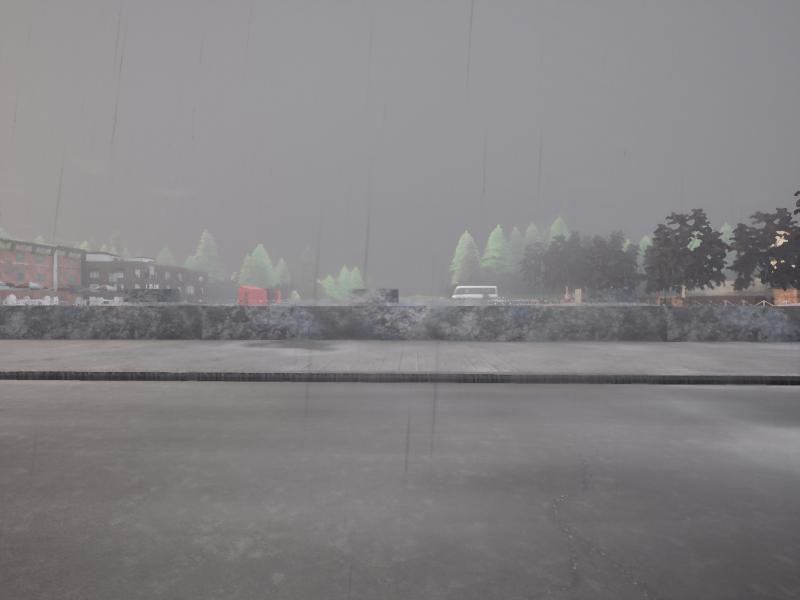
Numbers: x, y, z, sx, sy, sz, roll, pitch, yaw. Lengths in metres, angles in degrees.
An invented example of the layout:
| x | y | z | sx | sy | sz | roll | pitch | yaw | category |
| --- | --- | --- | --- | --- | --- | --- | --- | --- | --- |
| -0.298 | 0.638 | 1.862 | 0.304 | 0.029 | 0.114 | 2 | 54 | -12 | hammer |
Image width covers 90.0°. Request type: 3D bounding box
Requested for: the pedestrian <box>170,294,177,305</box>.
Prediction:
| x | y | z | sx | sy | sz | roll | pitch | yaw | category |
| --- | --- | --- | --- | --- | --- | --- | --- | --- | --- |
| -37.630 | -0.043 | 66.461 | 0.751 | 1.860 | 0.751 | 0 | 0 | 9 | pedestrian |

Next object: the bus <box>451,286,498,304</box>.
| x | y | z | sx | sy | sz | roll | pitch | yaw | category |
| --- | --- | --- | --- | --- | --- | --- | --- | --- | --- |
| 17.181 | -1.139 | 92.518 | 10.273 | 4.253 | 3.944 | 0 | 0 | 2 | bus |

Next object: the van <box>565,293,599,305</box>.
| x | y | z | sx | sy | sz | roll | pitch | yaw | category |
| --- | --- | --- | --- | --- | --- | --- | --- | --- | --- |
| 39.957 | -0.227 | 87.887 | 6.366 | 2.431 | 2.351 | 0 | 0 | 2 | van |

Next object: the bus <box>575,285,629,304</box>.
| x | y | z | sx | sy | sz | roll | pitch | yaw | category |
| --- | --- | --- | --- | --- | --- | --- | --- | --- | --- |
| 46.053 | -1.139 | 91.570 | 10.273 | 4.253 | 3.944 | 0 | 0 | 2 | bus |
